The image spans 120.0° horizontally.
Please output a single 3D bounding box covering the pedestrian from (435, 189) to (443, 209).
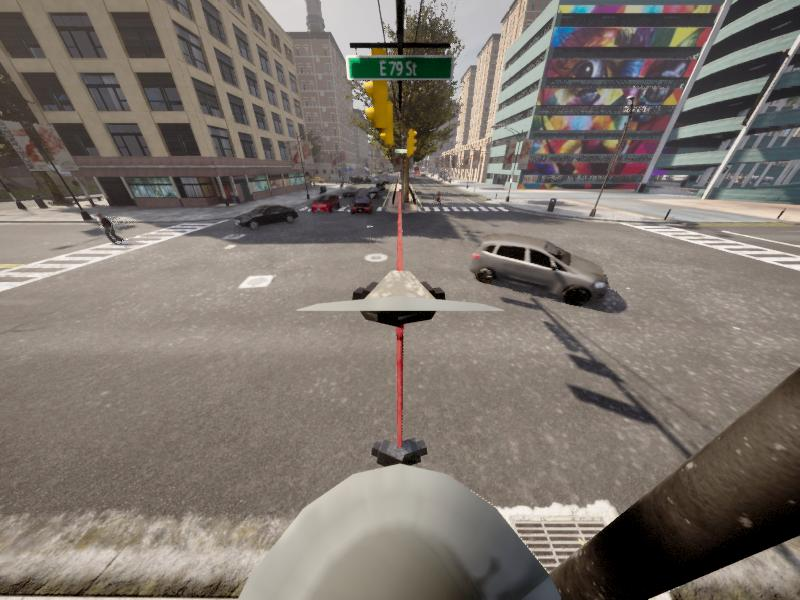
[{"bbox_3d":[4.276,-11.059,25.252,0.751,1.860,0.751,5,30,9],"label":"pedestrian"}]

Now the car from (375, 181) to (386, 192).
[{"bbox_3d":[-3.672,-21.628,43.858,1.851,1.617,3.988,0,30,0],"label":"car"}]

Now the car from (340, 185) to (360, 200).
[{"bbox_3d":[-7.204,-15.864,33.987,1.837,1.490,4.892,0,30,0],"label":"car"}]

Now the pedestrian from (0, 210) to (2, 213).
[{"bbox_3d":[-39.916,-9.267,22.148,0.751,1.860,0.751,-2,30,-3],"label":"pedestrian"}]

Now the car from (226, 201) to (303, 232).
[{"bbox_3d":[-10.307,-6.594,17.983,1.812,1.442,4.674,19,35,30],"label":"car"}]

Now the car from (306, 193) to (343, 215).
[{"bbox_3d":[-7.599,-10.048,23.881,2.007,1.525,4.514,2,30,4],"label":"car"}]

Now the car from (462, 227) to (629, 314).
[{"bbox_3d":[5.105,-1.401,8.760,4.611,1.667,2.242,19,35,29],"label":"car"}]

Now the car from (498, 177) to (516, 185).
[{"bbox_3d":[27.196,-30.383,58.961,2.161,1.482,4.786,0,30,0],"label":"car"}]

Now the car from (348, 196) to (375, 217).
[{"bbox_3d":[-3.661,-9.306,22.754,1.994,1.385,4.181,-1,30,-1],"label":"car"}]

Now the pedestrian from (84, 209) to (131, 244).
[{"bbox_3d":[-17.008,-4.272,13.495,0.751,1.860,0.751,0,30,0],"label":"pedestrian"}]

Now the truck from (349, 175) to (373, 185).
[{"bbox_3d":[-9.984,-30.922,59.466,6.274,2.098,2.390,22,36,33],"label":"truck"}]

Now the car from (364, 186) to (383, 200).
[{"bbox_3d":[-3.705,-15.476,33.301,2.128,1.511,4.902,0,30,0],"label":"car"}]

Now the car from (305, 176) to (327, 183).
[{"bbox_3d":[-23.827,-34.247,65.742,5.366,1.575,1.801,-1,30,-2],"label":"car"}]

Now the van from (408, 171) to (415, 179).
[{"bbox_3d":[4.477,-48.169,89.004,2.351,2.431,6.366,0,30,0],"label":"van"}]

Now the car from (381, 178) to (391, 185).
[{"bbox_3d":[-3.619,-31.174,60.607,2.033,1.411,5.357,0,30,0],"label":"car"}]
